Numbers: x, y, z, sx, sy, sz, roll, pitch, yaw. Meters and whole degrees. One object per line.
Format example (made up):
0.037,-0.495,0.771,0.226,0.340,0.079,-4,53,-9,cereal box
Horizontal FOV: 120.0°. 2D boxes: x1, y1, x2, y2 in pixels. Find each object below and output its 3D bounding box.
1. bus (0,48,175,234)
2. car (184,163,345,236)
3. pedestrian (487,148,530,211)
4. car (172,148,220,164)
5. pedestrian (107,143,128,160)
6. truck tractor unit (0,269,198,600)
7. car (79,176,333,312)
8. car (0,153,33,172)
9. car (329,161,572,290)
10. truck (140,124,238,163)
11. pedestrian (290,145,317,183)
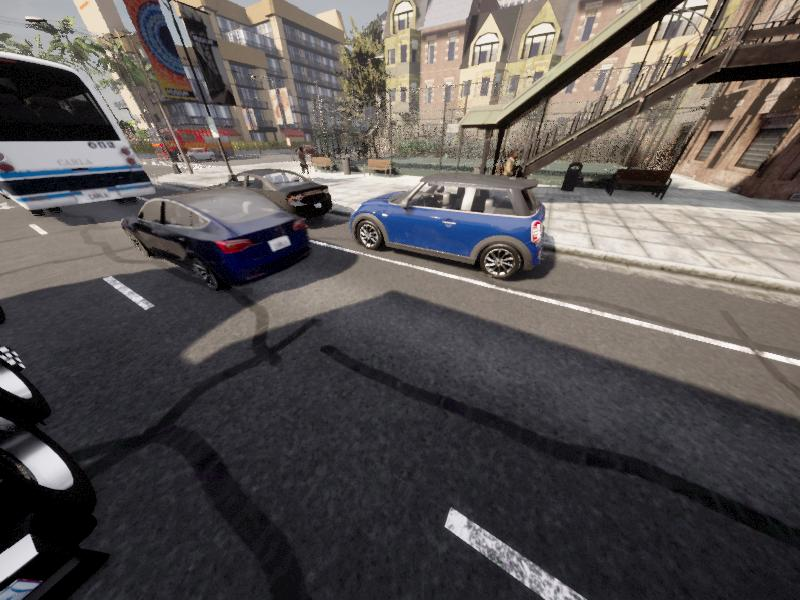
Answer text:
-14.870,-6.156,9.232,10.273,4.253,3.944,18,39,25,bus
-4.669,-3.727,8.051,5.008,1.535,2.097,18,39,24,car
3.757,-4.203,8.087,0.751,1.860,0.751,22,41,29,pedestrian
-25.399,-18.103,28.912,1.970,1.475,3.806,18,39,24,car
-36.909,-19.373,30.171,0.751,1.860,0.751,6,35,9,pedestrian
-5.118,-0.294,0.771,6.516,4.208,3.053,18,39,24,truck tractor unit
-4.145,-1.623,5.071,4.792,1.488,2.163,18,39,24,car
-38.345,-12.799,21.467,4.181,1.385,1.994,-6,35,-8,car
0.970,-2.087,5.437,4.553,1.767,2.185,18,39,24,car
-27.580,-20.953,30.968,2.891,3.827,8.468,18,39,25,truck
-5.629,-7.992,13.598,0.751,1.860,0.751,18,39,24,pedestrian
